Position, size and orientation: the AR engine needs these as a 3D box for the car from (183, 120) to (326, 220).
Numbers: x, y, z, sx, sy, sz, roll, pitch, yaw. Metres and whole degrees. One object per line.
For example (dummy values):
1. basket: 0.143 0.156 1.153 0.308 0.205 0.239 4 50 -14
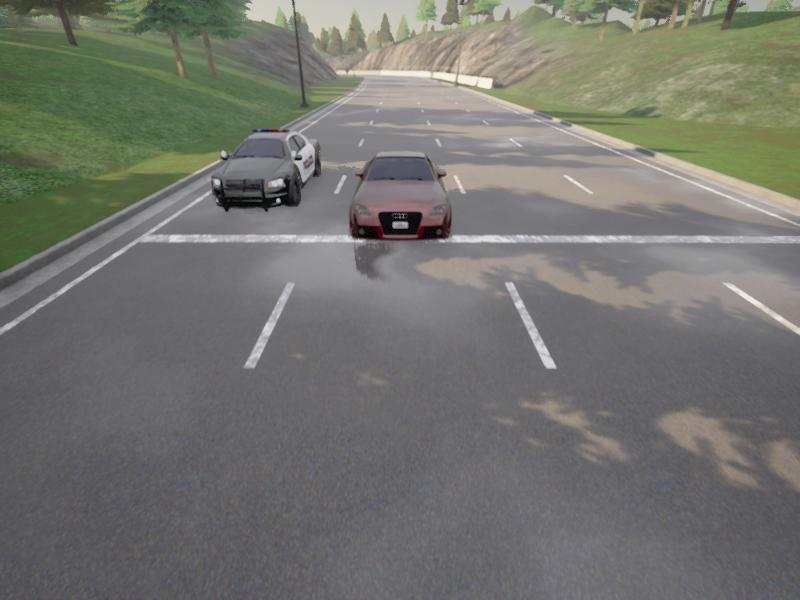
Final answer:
1. car: -3.499 -3.753 10.863 2.038 1.542 4.974 0 31 0

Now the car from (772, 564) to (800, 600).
1. car: 3.501 2.542 0.121 2.038 1.542 4.974 0 31 0

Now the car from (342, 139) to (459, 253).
1. car: 0.013 -2.538 8.953 1.994 1.385 4.181 0 30 0
